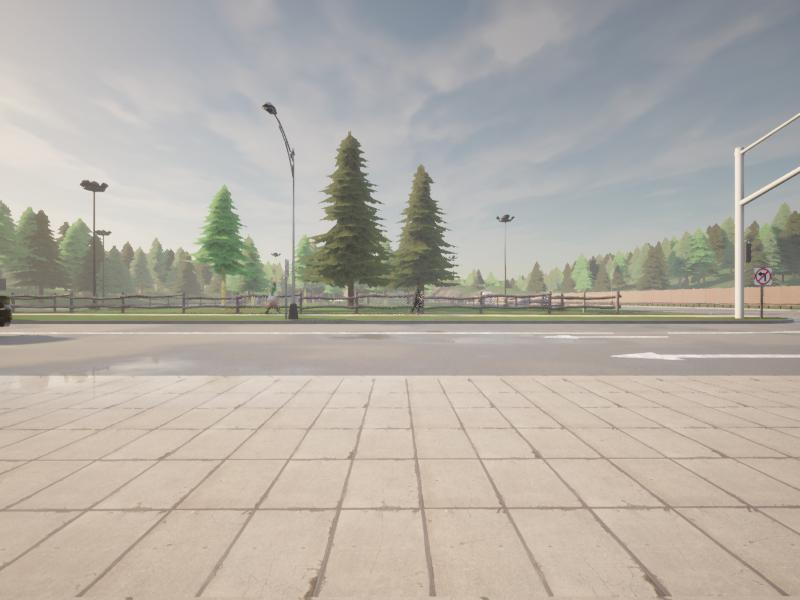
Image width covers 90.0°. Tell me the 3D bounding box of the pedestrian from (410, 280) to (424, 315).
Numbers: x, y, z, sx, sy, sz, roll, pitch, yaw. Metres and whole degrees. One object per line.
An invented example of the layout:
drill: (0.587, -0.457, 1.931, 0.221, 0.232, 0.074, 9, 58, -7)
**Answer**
pedestrian: (0.927, -0.115, 21.772, 0.751, 1.860, 0.751, 0, 0, 4)

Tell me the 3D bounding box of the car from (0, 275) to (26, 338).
car: (-13.033, 0.171, 10.176, 5.238, 1.638, 1.930, 0, 0, 0)

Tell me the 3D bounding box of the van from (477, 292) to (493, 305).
van: (17.380, -0.300, 82.407, 1.988, 2.561, 5.915, 0, 0, -1)

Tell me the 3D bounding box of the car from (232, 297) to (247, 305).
car: (-36.786, 0.227, 91.867, 1.851, 1.617, 3.988, 0, 0, -1)

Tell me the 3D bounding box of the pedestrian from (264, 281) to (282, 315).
pedestrian: (-7.097, -0.115, 22.441, 0.751, 1.860, 0.751, 0, 0, 3)
